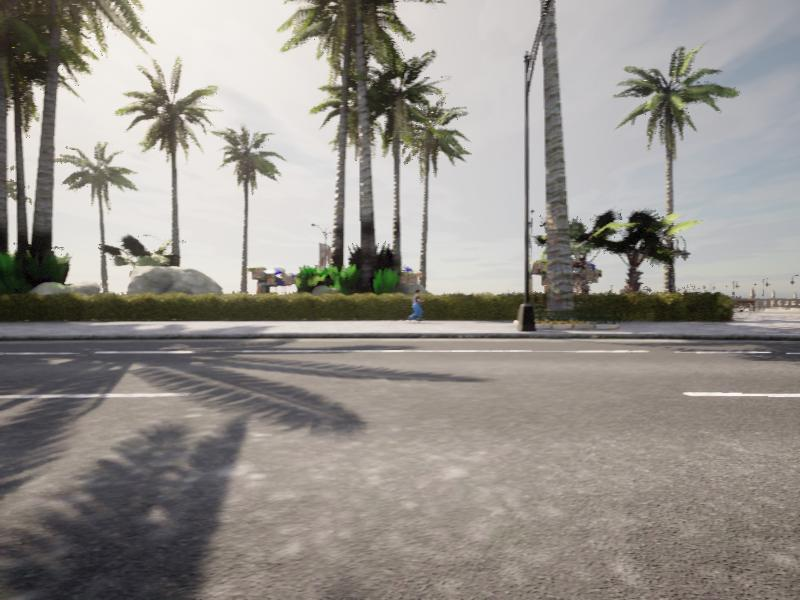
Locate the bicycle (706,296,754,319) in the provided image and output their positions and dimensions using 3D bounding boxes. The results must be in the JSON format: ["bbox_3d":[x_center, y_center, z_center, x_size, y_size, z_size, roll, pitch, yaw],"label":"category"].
[{"bbox_3d":[14.768,0.331,17.949,1.643,1.024,0.373,0,0,17],"label":"bicycle"}]

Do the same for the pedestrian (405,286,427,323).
[{"bbox_3d":[0.558,0.159,14.343,0.751,1.300,0.751,0,0,-2],"label":"pedestrian"}]

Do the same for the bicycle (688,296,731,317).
[{"bbox_3d":[15.351,0.330,19.875,1.643,1.024,0.373,0,0,17],"label":"bicycle"}]
